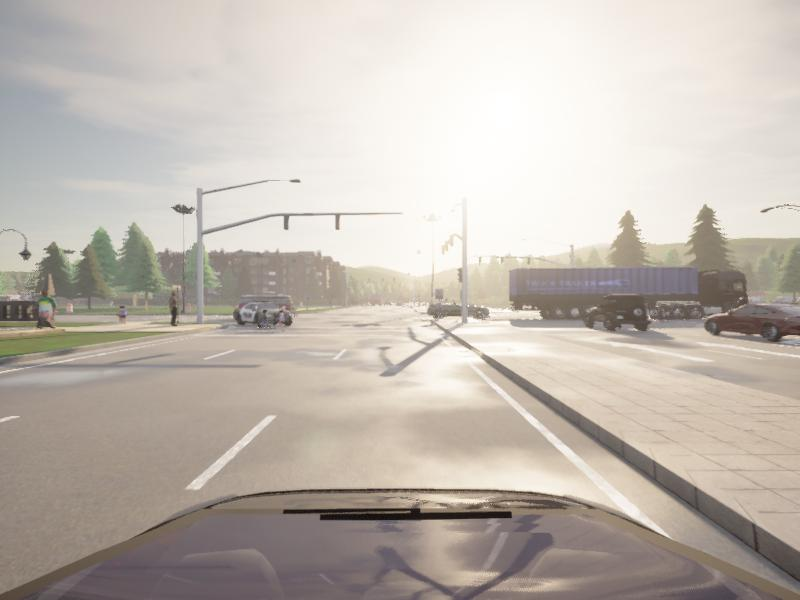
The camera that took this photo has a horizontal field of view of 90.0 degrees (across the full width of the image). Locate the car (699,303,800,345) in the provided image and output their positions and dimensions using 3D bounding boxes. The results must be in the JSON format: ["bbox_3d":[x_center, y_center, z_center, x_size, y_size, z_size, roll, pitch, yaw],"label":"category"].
[{"bbox_3d":[15.010,0.873,16.542,1.812,1.442,4.674,0,0,0],"label":"car"}]

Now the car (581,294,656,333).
[{"bbox_3d":[11.499,0.652,21.361,1.905,1.878,3.866,0,0,0],"label":"car"}]

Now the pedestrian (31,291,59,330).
[{"bbox_3d":[-17.395,0.489,19.620,0.751,1.860,0.751,0,0,-14],"label":"pedestrian"}]

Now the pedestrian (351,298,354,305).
[{"bbox_3d":[-13.231,0.505,112.118,0.751,1.860,0.751,0,0,4],"label":"pedestrian"}]

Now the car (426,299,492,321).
[{"bbox_3d":[4.671,0.787,32.304,5.027,1.651,2.152,0,0,-1],"label":"car"}]

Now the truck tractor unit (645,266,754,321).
[{"bbox_3d":[24.134,-0.515,32.497,6.516,4.208,3.053,0,0,-1],"label":"truck tractor unit"}]

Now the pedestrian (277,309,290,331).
[{"bbox_3d":[-5.924,1.021,20.310,0.500,1.100,0.500,0,0,0],"label":"pedestrian"}]

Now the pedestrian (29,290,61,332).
[{"bbox_3d":[-16.037,0.488,18.085,0.751,1.860,0.751,0,0,0],"label":"pedestrian"}]

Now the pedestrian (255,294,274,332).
[{"bbox_3d":[-6.862,0.645,20.335,0.751,1.860,0.751,0,0,-6],"label":"pedestrian"}]

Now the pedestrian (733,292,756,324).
[{"bbox_3d":[20.362,0.489,23.651,0.751,1.860,0.751,0,0,0],"label":"pedestrian"}]

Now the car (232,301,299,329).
[{"bbox_3d":[-8.396,0.831,24.674,2.038,1.542,4.974,0,0,-43],"label":"car"}]

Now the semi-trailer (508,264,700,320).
[{"bbox_3d":[16.219,-0.611,32.419,14.254,4.402,2.717,0,0,-1],"label":"semi-trailer"}]

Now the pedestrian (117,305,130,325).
[{"bbox_3d":[-16.051,0.869,23.221,0.500,1.100,0.500,0,0,-17],"label":"pedestrian"}]

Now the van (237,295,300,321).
[{"bbox_3d":[-10.501,0.601,32.146,4.442,1.987,1.775,0,0,-1],"label":"van"}]

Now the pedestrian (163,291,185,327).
[{"bbox_3d":[-11.832,0.458,20.937,0.751,1.860,0.751,0,0,-1],"label":"pedestrian"}]
